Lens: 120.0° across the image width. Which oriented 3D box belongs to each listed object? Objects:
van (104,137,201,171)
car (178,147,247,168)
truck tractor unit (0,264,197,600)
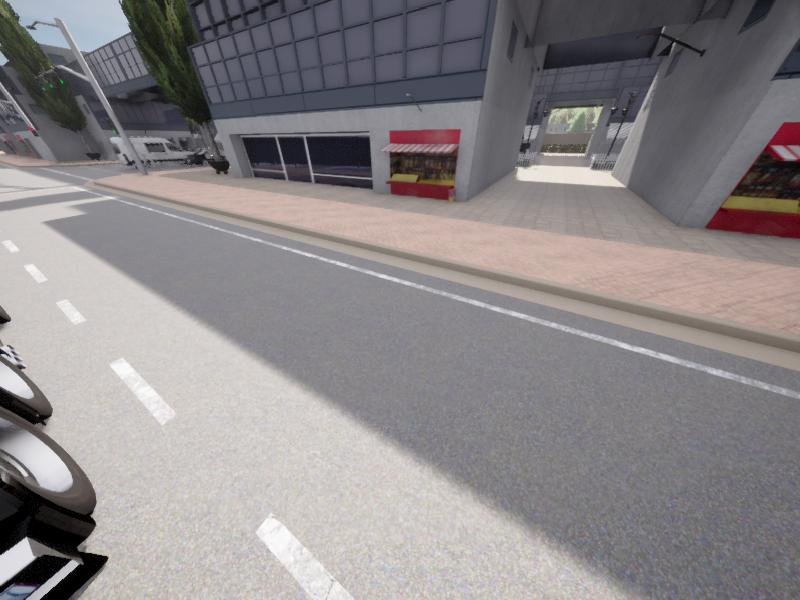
[{"bbox_3d":[-24.585,-14.950,23.423,1.988,2.561,5.915,18,39,25],"label":"van"},{"bbox_3d":[-19.767,-15.353,24.749,1.930,1.638,5.238,18,39,25],"label":"car"},{"bbox_3d":[-5.111,-0.301,0.780,6.516,4.208,3.053,18,39,24],"label":"truck tractor unit"}]
